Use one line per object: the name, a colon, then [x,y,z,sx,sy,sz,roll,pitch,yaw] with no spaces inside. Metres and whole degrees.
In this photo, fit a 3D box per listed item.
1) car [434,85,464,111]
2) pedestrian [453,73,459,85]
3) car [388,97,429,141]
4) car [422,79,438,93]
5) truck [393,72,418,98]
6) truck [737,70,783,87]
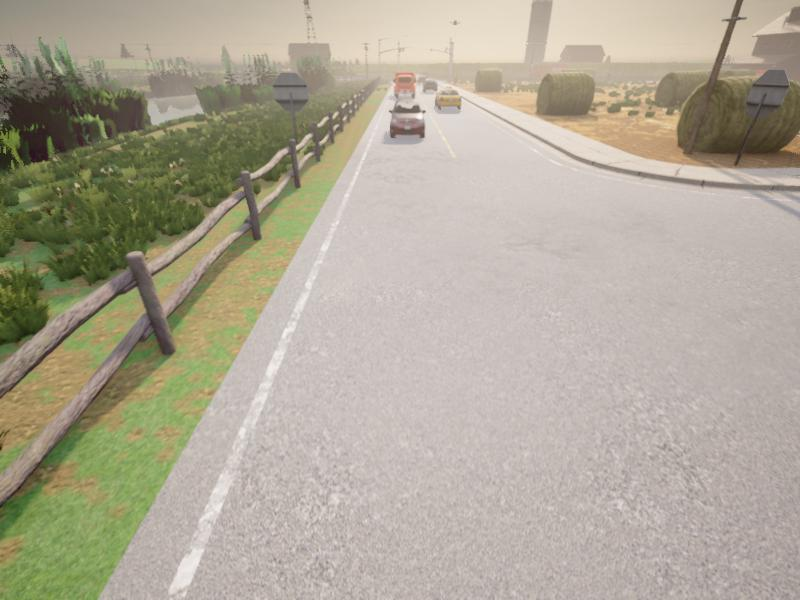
car: [3.971,-16.780,33.147,1.801,1.575,5.366,0,30,0]
pedestrian: [10.082,-39.574,71.521,0.751,1.860,0.751,-3,30,-6]
car: [0.371,-9.215,20.178,1.851,1.617,3.988,0,30,0]
car: [4.117,-29.372,54.767,1.837,1.490,4.892,0,30,0]
truck: [0.553,-24.251,45.059,2.627,2.467,5.204,0,30,0]
truck: [61.338,-37.823,68.312,2.627,2.467,5.204,-2,30,-3]
